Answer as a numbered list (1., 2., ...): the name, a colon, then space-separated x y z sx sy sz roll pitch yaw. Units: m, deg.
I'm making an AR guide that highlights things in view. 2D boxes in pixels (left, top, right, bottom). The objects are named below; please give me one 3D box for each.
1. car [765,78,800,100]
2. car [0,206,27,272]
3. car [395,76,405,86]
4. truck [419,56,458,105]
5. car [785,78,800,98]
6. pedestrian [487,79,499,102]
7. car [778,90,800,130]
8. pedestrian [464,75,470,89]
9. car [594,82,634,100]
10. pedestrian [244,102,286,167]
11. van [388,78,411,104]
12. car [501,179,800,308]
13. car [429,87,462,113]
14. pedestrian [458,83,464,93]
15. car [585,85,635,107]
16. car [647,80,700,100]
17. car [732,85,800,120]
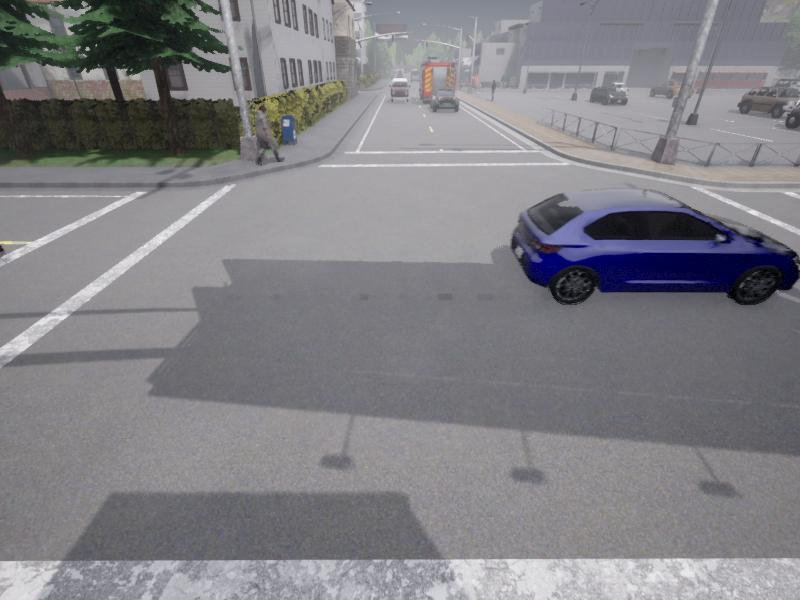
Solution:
1. car: 41.775 -22.500 42.611 1.905 1.878 3.866 0 30 0
2. car: -9.388 -0.919 6.614 4.181 1.385 1.994 0 30 0
3. car: 0.004 -40.262 73.483 1.837 1.490 4.892 0 30 0
4. truck: 3.503 -21.376 38.836 2.891 3.827 8.468 0 30 0
5. car: 44.680 -22.694 42.984 1.932 1.855 4.605 0 30 0
6. pedestrian: 8.826 -19.847 37.872 0.751 1.860 0.751 1 30 1
7. car: 22.620 -9.743 20.762 1.905 1.878 3.866 0 30 0
8. pedestrian: 10.544 -34.215 62.765 0.751 1.860 0.751 4 30 6
9. car: 22.564 -22.178 42.367 1.970 1.475 3.806 0 30 0
10. pedestrian: -4.417 -5.436 13.145 0.751 1.860 0.751 -25 39 -36
11. van: -0.014 -20.082 38.387 2.069 2.038 4.480 0 30 0
12. car: 4.028 -0.985 6.496 4.193 1.474 1.816 0 31 0
13. car: 3.496 -15.890 31.713 2.038 1.542 4.974 0 30 0
14. pedestrian: 7.764 -26.981 50.820 0.500 1.100 0.500 -19 35 -29
15. car: 18.919 -18.562 36.305 2.007 1.523 4.514 0 30 0
16. car: 28.981 -22.417 42.621 2.152 1.636 5.027 0 30 0
17. car: 25.886 -13.697 27.574 1.932 1.855 4.605 0 30 0
